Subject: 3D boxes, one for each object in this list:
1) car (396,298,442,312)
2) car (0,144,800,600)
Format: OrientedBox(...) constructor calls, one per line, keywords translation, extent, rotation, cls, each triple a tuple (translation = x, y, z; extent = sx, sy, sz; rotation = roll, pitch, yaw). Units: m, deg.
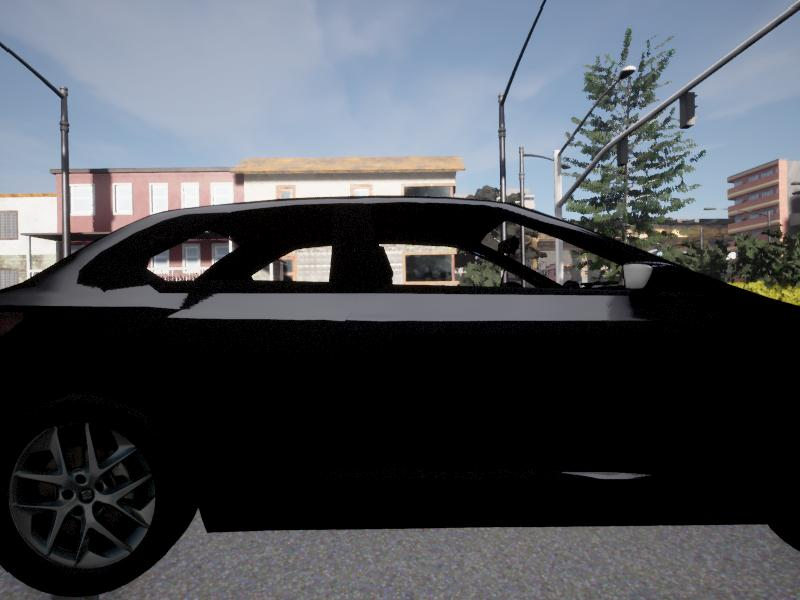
OrientedBox(translation=(1.909, 0.512, 41.905), extent=(4.718, 1.301, 1.895), rotation=(-1, 0, 44), cls="car")
OrientedBox(translation=(0.342, 0.254, 2.184), extent=(4.193, 1.474, 1.816), rotation=(0, 0, -1), cls="car")
